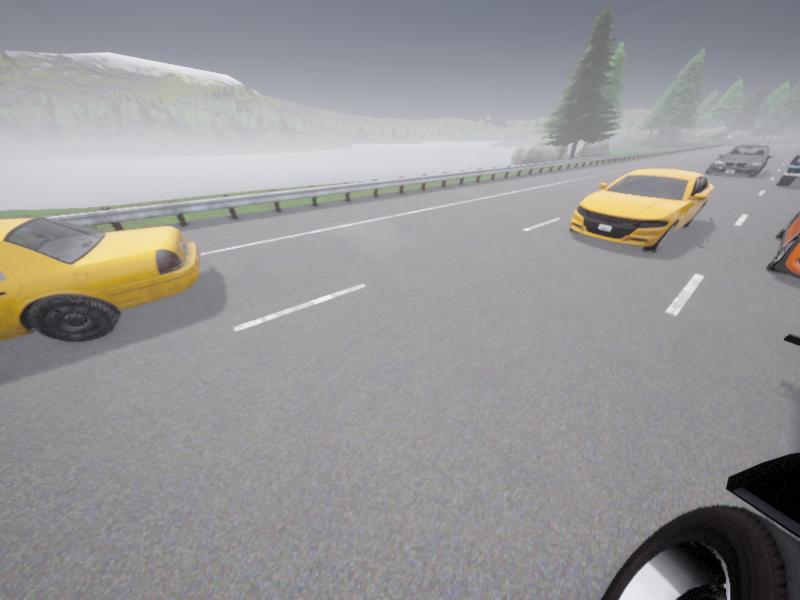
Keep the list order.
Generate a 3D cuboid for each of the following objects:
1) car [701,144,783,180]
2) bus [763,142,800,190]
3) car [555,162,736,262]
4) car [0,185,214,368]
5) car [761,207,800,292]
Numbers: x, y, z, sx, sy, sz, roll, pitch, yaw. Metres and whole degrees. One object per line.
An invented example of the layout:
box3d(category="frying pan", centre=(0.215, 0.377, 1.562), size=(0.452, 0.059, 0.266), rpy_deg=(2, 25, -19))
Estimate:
box3d(category="car", centre=(22.792, -9.315, 15.411), size=(4.611, 1.667, 2.242), rpy_deg=(-22, 41, -28))
box3d(category="bus", centre=(23.755, -8.207, 11.612), size=(10.273, 4.253, 3.944), rpy_deg=(-22, 40, -28))
box3d(category="car", centre=(6.774, -2.713, 6.343), size=(5.008, 1.535, 1.882), rpy_deg=(-22, 41, -28))
box3d(category="car", centre=(-5.768, -0.071, 2.691), size=(5.366, 1.575, 1.801), rpy_deg=(-22, 41, -28))
box3d(category="car", centre=(9.165, -1.331, 4.139), size=(4.553, 1.767, 2.097), rpy_deg=(-22, 41, -28))
